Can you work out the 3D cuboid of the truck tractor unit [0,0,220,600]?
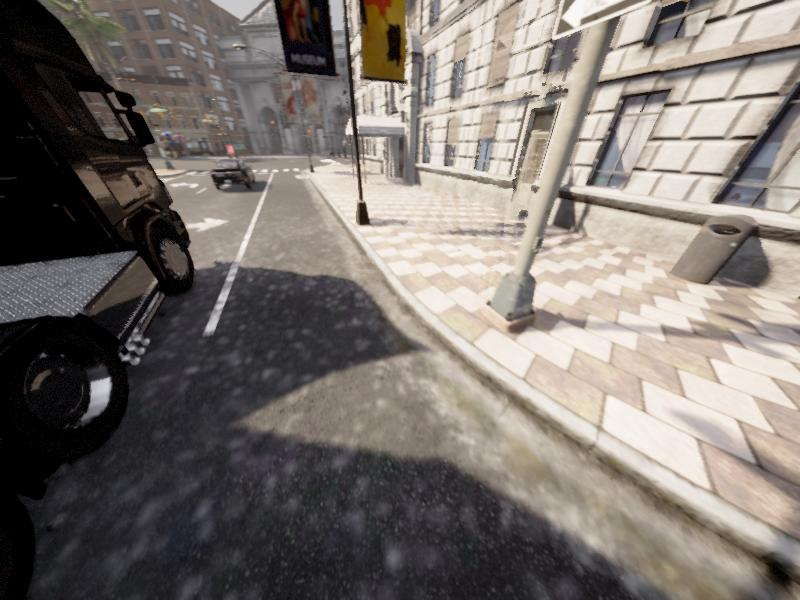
[{"bbox_3d":[-4.279,-0.733,1.436,3.053,4.208,6.516,-15,37,-22],"label":"truck tractor unit"}]

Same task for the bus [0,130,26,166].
[{"bbox_3d":[-52.018,-17.144,25.355,10.273,4.253,3.944,-12,36,-18],"label":"bus"}]

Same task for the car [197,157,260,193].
[{"bbox_3d":[-10.644,-8.137,14.818,2.128,1.511,4.902,-13,36,-19],"label":"car"}]

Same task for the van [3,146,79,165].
[{"bbox_3d":[-44.326,-17.983,28.704,4.442,1.987,1.775,-13,36,-18],"label":"van"}]

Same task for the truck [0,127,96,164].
[{"bbox_3d":[-47.719,-20.103,30.177,8.468,3.827,2.891,-12,36,-18],"label":"truck"}]
